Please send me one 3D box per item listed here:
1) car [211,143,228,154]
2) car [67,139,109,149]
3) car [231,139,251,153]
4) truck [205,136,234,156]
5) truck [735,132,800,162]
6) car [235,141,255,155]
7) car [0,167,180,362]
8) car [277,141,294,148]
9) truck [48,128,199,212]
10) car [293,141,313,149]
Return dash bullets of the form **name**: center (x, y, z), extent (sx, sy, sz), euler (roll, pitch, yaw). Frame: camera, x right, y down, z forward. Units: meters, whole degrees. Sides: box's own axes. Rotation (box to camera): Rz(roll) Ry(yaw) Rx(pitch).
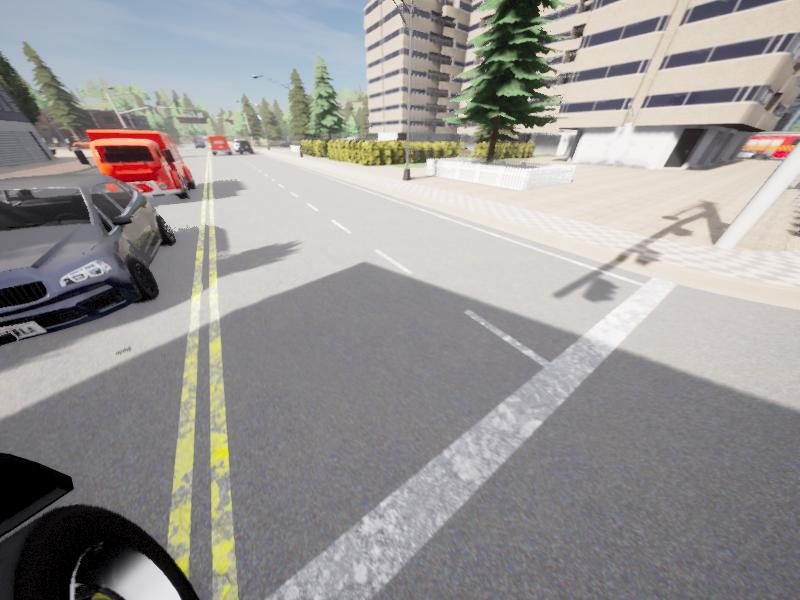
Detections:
- **car**: center (-31.880, -26.873, 40.811), extent (1.845, 1.501, 3.633), euler (-21, 40, -28)
- **car**: center (-64.218, -32.158, 47.635), extent (4.553, 1.767, 2.097), euler (-21, 40, -28)
- **car**: center (-29.809, -28.887, 43.296), extent (2.150, 2.045, 5.566), euler (-21, 40, -28)
- **truck**: center (-28.240, -24.150, 36.127), extent (2.627, 2.467, 5.204), euler (-21, 40, -28)
- **truck**: center (61.797, -24.500, 36.912), extent (2.891, 3.827, 8.468), euler (-21, 40, -28)
- **car**: center (-25.857, -25.443, 38.539), extent (1.905, 1.878, 3.866), euler (-20, 40, -27)
- **car**: center (-5.907, -1.121, 4.041), extent (2.242, 1.667, 4.611), euler (-21, 40, -28)
- **car**: center (-32.222, -43.802, 65.161), extent (3.633, 1.501, 1.845), euler (-21, 40, -28)
- **truck**: center (-11.073, -5.872, 10.096), extent (2.627, 2.467, 5.204), euler (-21, 40, -28)
- **car**: center (-27.057, -43.319, 64.584), extent (4.611, 1.667, 2.242), euler (-21, 40, -28)
